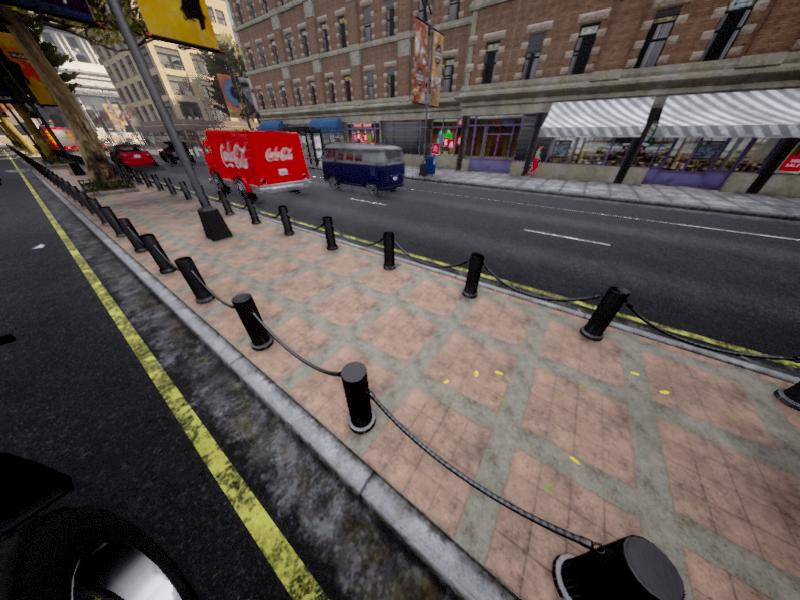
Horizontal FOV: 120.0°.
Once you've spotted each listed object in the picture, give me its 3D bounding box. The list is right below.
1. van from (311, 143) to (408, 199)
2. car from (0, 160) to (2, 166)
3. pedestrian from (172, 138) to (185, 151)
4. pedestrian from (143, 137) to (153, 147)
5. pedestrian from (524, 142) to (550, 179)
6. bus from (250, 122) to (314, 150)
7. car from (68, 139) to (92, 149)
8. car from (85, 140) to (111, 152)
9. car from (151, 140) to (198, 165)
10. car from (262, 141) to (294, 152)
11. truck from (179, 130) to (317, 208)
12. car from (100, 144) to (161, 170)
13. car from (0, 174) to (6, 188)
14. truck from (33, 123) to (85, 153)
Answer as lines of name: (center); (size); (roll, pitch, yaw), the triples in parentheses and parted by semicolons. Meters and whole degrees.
van: (-1.982, -6.450, 11.330); (4.442, 1.987, 1.775); (23, 41, 28)
car: (-38.553, -13.059, 20.948); (5.357, 1.411, 2.033); (22, 41, 28)
pedestrian: (-38.502, -27.072, 40.128); (0.751, 1.860, 0.751); (26, 43, 32)
pedestrian: (-57.049, -35.725, 52.271); (0.751, 1.860, 0.751); (24, 41, 30)
pedestrian: (8.465, -8.664, 14.354); (0.751, 1.860, 0.751); (24, 42, 30)
bus: (-23.296, -32.817, 46.653); (3.944, 4.253, 10.273); (21, 39, 27)
car: (-67.655, -33.037, 48.871); (5.238, 1.638, 1.930); (23, 41, 28)
car: (-53.050, -27.096, 40.578); (3.988, 1.617, 1.851); (22, 41, 28)
car: (-22.502, -14.791, 23.095); (3.866, 1.878, 1.905); (23, 41, 29)
car: (-22.678, -28.757, 43.263); (1.837, 1.490, 4.892); (21, 40, 27)
truck: (-6.741, -6.119, 10.417); (5.204, 2.467, 2.627); (23, 41, 28)
car: (-23.492, -12.593, 20.160); (4.611, 1.667, 2.242); (23, 41, 28)
car: (-23.269, -6.861, 12.150); (4.974, 1.542, 2.038); (22, 41, 28)
truck: (-57.935, -27.533, 39.237); (8.468, 3.827, 2.891); (22, 41, 28)
